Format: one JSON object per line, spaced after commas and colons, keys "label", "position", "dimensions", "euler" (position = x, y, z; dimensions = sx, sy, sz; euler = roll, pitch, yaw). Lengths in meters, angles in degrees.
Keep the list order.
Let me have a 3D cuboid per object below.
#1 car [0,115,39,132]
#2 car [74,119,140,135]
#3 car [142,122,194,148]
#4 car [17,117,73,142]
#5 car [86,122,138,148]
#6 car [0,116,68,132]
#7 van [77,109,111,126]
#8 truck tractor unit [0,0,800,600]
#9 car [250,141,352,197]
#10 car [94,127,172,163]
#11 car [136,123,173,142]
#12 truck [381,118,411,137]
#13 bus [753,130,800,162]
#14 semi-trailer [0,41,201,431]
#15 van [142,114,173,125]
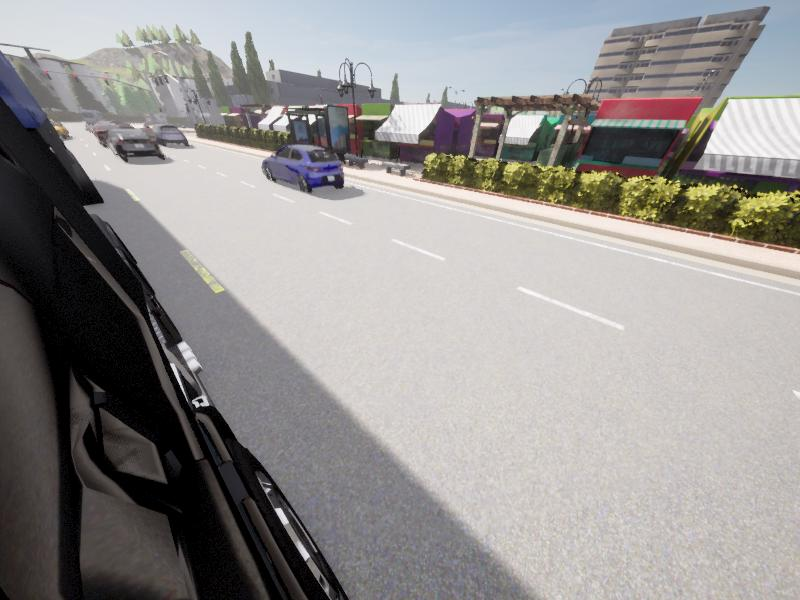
{"label": "car", "position": [-46.382, -20.195, 26.362], "dimensions": [1.801, 1.575, 5.366], "euler": [30, 45, 31]}
{"label": "car", "position": [-37.569, -22.332, 29.859], "dimensions": [2.163, 1.488, 4.792], "euler": [6, 37, 4]}
{"label": "car", "position": [-21.115, -14.991, 20.972], "dimensions": [4.856, 1.649, 2.033], "euler": [29, 44, 30]}
{"label": "car", "position": [-32.568, -15.804, 21.370], "dimensions": [1.801, 1.575, 5.366], "euler": [-29, 47, -35]}
{"label": "car", "position": [-24.004, -13.766, 19.228], "dimensions": [5.008, 1.535, 1.882], "euler": [29, 44, 30]}
{"label": "car", "position": [-47.163, -22.761, 29.855], "dimensions": [1.812, 1.442, 4.674], "euler": [30, 44, 31]}
{"label": "van", "position": [-63.593, -37.952, 48.155], "dimensions": [1.988, 2.561, 5.915], "euler": [-18, 42, -25]}
{"label": "truck tractor unit", "position": [-2.645, -0.295, 0.351], "dimensions": [6.516, 4.208, 3.053], "euler": [28, 44, 30]}
{"label": "car", "position": [-4.147, -5.616, 9.651], "dimensions": [4.193, 1.474, 1.816], "euler": [29, 44, 30]}
{"label": "car", "position": [-16.469, -9.623, 14.220], "dimensions": [4.792, 1.488, 2.163], "euler": [29, 44, 30]}
{"label": "car", "position": [-25.603, -17.493, 24.111], "dimensions": [3.633, 1.501, 1.845], "euler": [31, 45, 33]}
{"label": "truck", "position": [-1.091, -46.414, 62.375], "dimensions": [2.891, 3.827, 8.468], "euler": [30, 44, 31]}
{"label": "bus", "position": [70.741, -28.023, 41.900], "dimensions": [3.944, 4.253, 10.273], "euler": [28, 44, 30]}
{"label": "semi-trailer", "position": [-8.681, -3.619, 4.240], "dimensions": [14.254, 4.402, 2.717], "euler": [28, 44, 30]}
{"label": "van", "position": [-70.956, -52.918, 67.799], "dimensions": [2.351, 2.431, 6.366], "euler": [3, 37, 0]}
